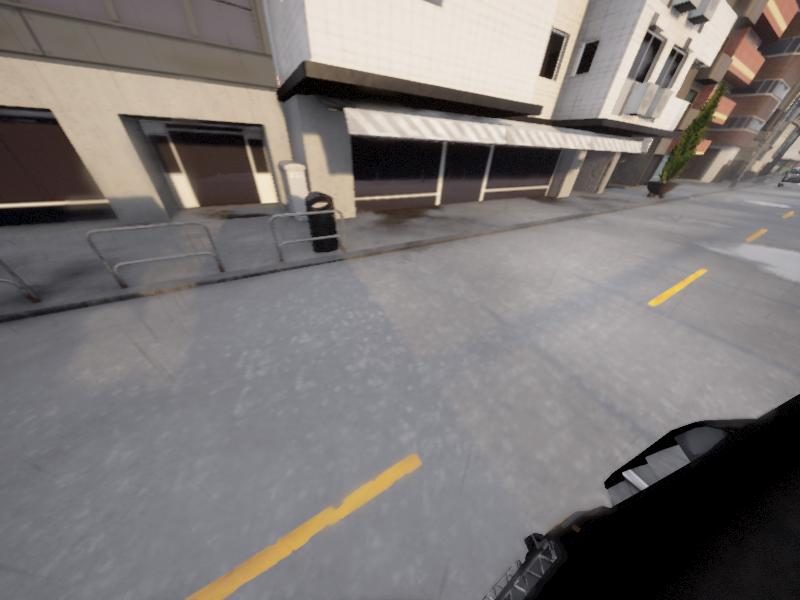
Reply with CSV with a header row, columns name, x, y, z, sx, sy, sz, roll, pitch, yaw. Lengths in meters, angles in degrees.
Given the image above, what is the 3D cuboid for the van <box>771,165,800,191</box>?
name,x,y,z,sx,sy,sz,roll,pitch,yaw
van,42.330,-12.948,24.439,4.480,2.038,2.069,-17,38,-25

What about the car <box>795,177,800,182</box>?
name,x,y,z,sx,sy,sz,roll,pitch,yaw
car,61.472,-18.225,34.213,4.792,1.488,2.163,-16,38,-26
